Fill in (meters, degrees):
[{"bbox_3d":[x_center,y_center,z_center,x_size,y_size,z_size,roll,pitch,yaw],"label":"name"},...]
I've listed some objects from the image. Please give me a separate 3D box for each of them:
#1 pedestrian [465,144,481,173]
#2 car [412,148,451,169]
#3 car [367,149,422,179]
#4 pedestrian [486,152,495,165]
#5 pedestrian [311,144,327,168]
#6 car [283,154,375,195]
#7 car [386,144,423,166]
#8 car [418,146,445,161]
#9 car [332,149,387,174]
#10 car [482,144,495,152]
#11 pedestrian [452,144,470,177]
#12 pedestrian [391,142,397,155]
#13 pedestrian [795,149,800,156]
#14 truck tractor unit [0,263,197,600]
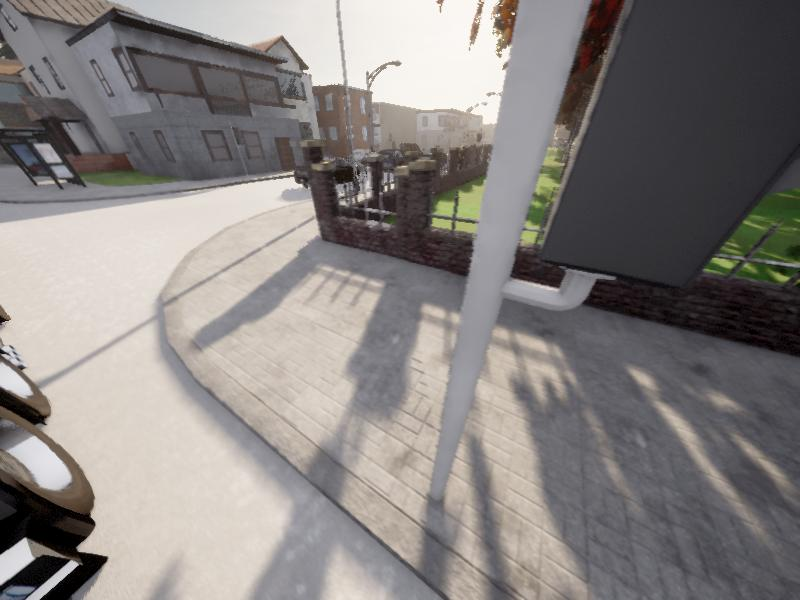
[{"bbox_3d":[5.595,-10.895,17.758,0.751,1.860,0.751,19,39,25],"label":"pedestrian"},{"bbox_3d":[3.249,-14.166,23.009,2.128,1.511,4.902,16,38,23],"label":"car"},{"bbox_3d":[-0.250,-10.830,18.145,2.033,1.649,4.856,17,38,23],"label":"car"},{"bbox_3d":[9.068,-14.195,23.134,0.500,1.100,0.500,18,39,24],"label":"pedestrian"},{"bbox_3d":[-7.633,-13.592,21.752,0.751,1.860,0.751,11,37,16],"label":"pedestrian"},{"bbox_3d":[-3.799,-7.500,13.493,2.128,1.511,4.902,18,39,25],"label":"car"},{"bbox_3d":[0.580,-16.161,25.579,1.932,1.855,4.605,20,40,27],"label":"car"},{"bbox_3d":[4.349,-20.052,31.475,1.837,1.490,4.892,18,39,25],"label":"car"},{"bbox_3d":[-3.426,-12.404,20.537,2.128,1.511,4.902,18,39,24],"label":"car"},{"bbox_3d":[21.305,-36.602,55.528,1.812,1.442,4.674,18,39,25],"label":"car"},{"bbox_3d":[4.168,-9.500,15.765,0.751,1.860,0.751,19,39,25],"label":"pedestrian"},{"bbox_3d":[-0.949,-24.715,37.661,0.751,1.860,0.751,29,45,36],"label":"pedestrian"},{"bbox_3d":[56.327,-21.029,31.865,0.751,1.860,0.751,12,37,17],"label":"pedestrian"},{"bbox_3d":[-5.111,-0.299,0.786,6.516,4.208,3.053,18,39,24],"label":"truck tractor unit"}]
